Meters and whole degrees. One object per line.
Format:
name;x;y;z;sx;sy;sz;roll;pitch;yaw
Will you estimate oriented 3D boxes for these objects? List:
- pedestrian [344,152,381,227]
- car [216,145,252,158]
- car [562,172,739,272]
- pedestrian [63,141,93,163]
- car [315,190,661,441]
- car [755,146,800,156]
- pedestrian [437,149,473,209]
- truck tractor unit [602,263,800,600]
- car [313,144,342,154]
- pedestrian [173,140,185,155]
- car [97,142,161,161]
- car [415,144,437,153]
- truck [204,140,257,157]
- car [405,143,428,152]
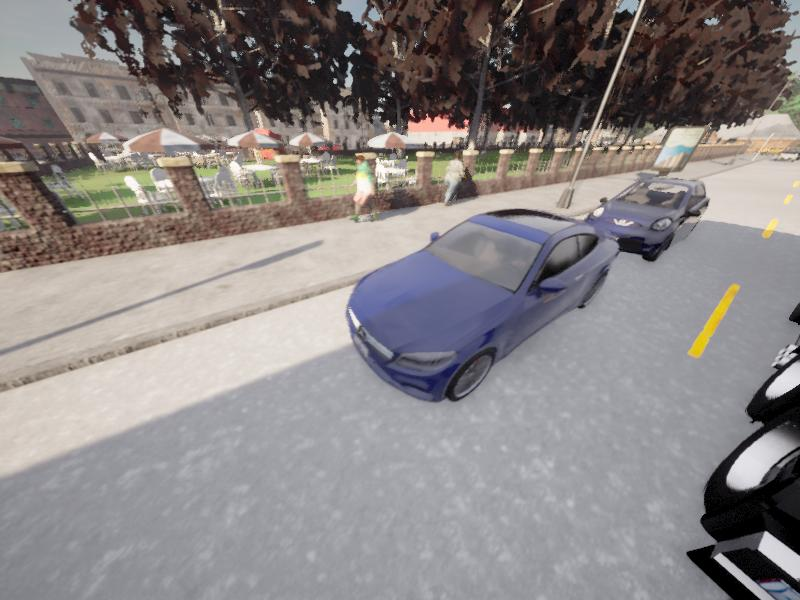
pedestrian;-1.064;-3.228;6.778;0.751;1.860;0.751;-14;37;-19
car;-24.176;-21.738;33.732;3.806;1.475;1.970;-21;40;-28
car;6.330;-2.226;5.915;3.633;1.501;1.845;-21;40;-27
pedestrian;-32.117;-14.758;23.077;0.751;1.860;0.751;-12;37;-17
car;1.507;-0.467;3.421;4.674;1.442;1.812;-21;40;-28
car;75.437;-29.534;45.696;1.801;1.575;5.366;-4;35;-5
pedestrian;2.012;-4.509;8.643;0.751;1.860;0.751;-21;40;-27
truck tractor unit;5.105;-0.307;0.785;6.516;4.208;3.053;-18;39;-24
car;-13.629;-28.498;43.492;4.514;1.525;2.007;-21;40;-27
pedestrian;-34.646;-23.952;36.264;0.751;1.860;0.751;-23;41;-30
car;-33.414;-18.598;28.789;4.605;1.855;1.932;-21;40;-28
car;5.636;-32.978;50.093;4.514;1.525;2.007;-21;40;-27
truck;-26.474;-23.921;36.303;6.274;2.098;2.390;-21;40;-27
car;3.784;-35.012;53.014;4.902;1.511;2.128;-20;40;-27
